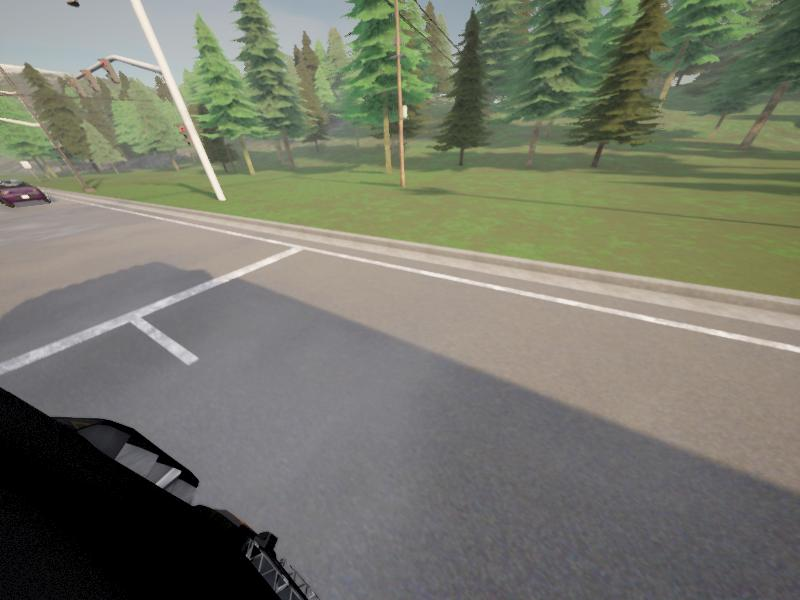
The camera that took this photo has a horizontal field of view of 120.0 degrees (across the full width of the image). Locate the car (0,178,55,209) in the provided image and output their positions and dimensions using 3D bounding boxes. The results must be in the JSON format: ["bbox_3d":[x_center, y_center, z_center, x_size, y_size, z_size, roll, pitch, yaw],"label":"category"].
[{"bbox_3d":[-26.063,-7.347,15.723,4.193,1.474,1.816,15,38,25],"label":"car"}]
